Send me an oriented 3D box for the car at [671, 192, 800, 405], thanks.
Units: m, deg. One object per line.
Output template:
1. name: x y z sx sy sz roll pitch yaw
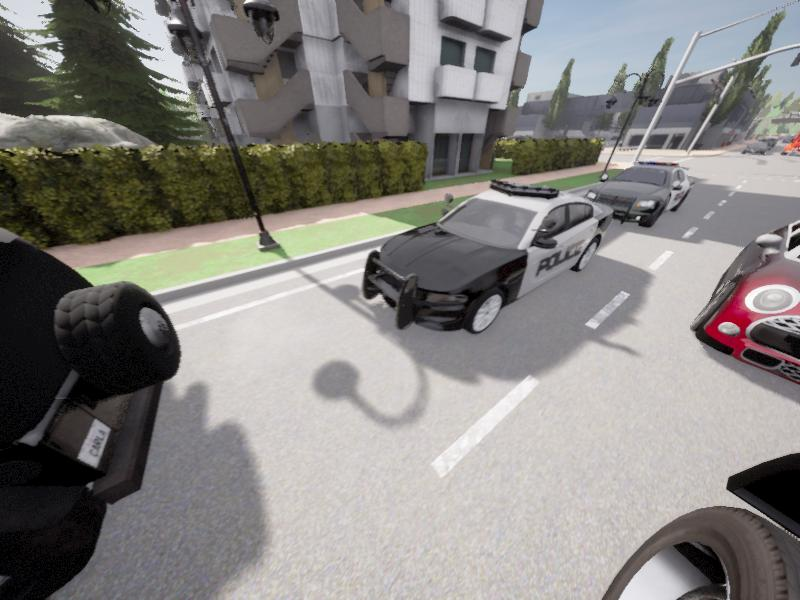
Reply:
1. car: 5.608 -0.155 2.797 3.806 1.475 1.970 -22 41 -28

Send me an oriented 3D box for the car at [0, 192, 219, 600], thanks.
1. car: -3.507 0.927 0.981 3.866 1.878 1.905 -21 40 -27

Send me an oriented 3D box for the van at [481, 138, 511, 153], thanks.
1. van: 16.766 -27.210 40.632 1.775 1.987 4.442 -18 39 -23

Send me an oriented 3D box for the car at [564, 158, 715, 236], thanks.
1. car: 8.096 -3.725 7.790 4.974 1.542 2.038 -23 41 -28

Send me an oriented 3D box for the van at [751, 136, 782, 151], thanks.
1. van: 64.738 -27.644 40.783 4.480 2.038 2.069 -23 41 -28

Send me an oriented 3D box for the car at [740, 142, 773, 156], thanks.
1. car: 48.907 -20.776 31.691 4.674 1.442 1.812 -23 41 -28

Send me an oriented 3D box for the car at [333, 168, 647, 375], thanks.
1. car: 1.823 -1.144 4.088 5.238 1.638 1.930 -23 41 -28

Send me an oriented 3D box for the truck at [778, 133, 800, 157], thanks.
1. truck: 52.184 -20.084 29.789 5.204 2.467 2.627 -23 41 -28
